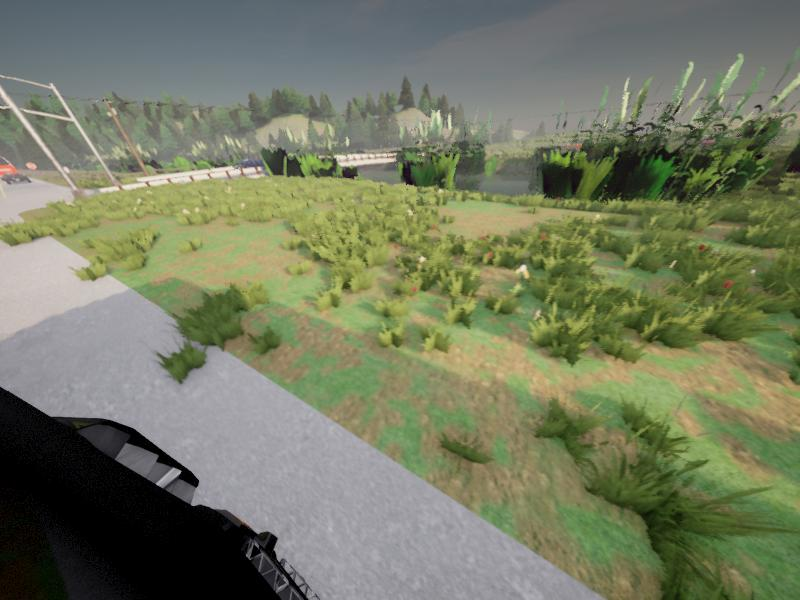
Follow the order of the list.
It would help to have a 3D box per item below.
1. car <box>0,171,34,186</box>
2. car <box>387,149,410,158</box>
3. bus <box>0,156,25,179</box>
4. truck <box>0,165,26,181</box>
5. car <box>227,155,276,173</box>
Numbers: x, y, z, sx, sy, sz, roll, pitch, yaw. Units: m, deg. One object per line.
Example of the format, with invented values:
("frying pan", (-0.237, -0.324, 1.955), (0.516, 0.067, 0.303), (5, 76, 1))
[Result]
("car", (-59.162, -18.743, 35.574), (5.027, 1.651, 2.152), (18, 39, 28))
("car", (-0.254, -27.499, 43.261), (1.994, 1.385, 4.181), (22, 39, 32))
("bus", (-93.986, -31.165, 54.385), (10.273, 4.253, 3.944), (18, 39, 28))
("truck", (-76.635, -24.881, 45.170), (5.204, 2.467, 2.627), (18, 39, 28))
("car", (-18.394, -17.021, 28.829), (1.812, 1.442, 4.674), (20, 43, 31))
